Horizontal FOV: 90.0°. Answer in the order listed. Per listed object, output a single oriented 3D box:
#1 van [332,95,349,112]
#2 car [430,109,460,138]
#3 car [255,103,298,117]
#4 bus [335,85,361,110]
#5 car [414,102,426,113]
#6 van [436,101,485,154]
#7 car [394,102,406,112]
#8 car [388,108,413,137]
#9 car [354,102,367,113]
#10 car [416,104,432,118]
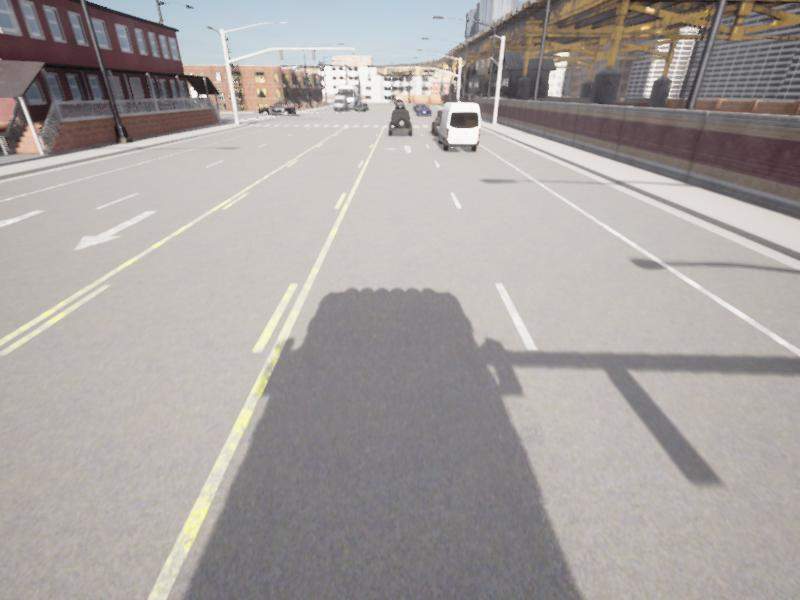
[{"bbox_3d":[-10.424,-34.507,70.314,1.988,2.561,5.915,0,27,0],"label":"van"},{"bbox_3d":[3.540,-14.168,31.925,1.905,1.878,3.866,0,27,0],"label":"car"},{"bbox_3d":[-17.436,-26.978,56.718,5.238,1.638,1.930,3,27,5],"label":"car"},{"bbox_3d":[-10.284,-40.695,80.445,3.944,4.253,10.273,0,27,0],"label":"bus"},{"bbox_3d":[3.578,-34.302,71.208,1.882,1.535,5.008,0,27,0],"label":"car"},{"bbox_3d":[3.537,-10.778,24.673,1.988,2.561,5.915,0,27,0],"label":"van"},{"bbox_3d":[0.081,-35.922,74.364,2.163,1.488,4.792,0,27,0],"label":"car"},{"bbox_3d":[0.040,-14.133,31.820,1.905,1.878,3.866,0,27,0],"label":"car"},{"bbox_3d":[-6.926,-33.612,69.769,1.851,1.617,3.988,0,27,0],"label":"car"},{"bbox_3d":[3.566,-28.648,60.501,2.152,1.651,5.027,0,27,0],"label":"car"}]
